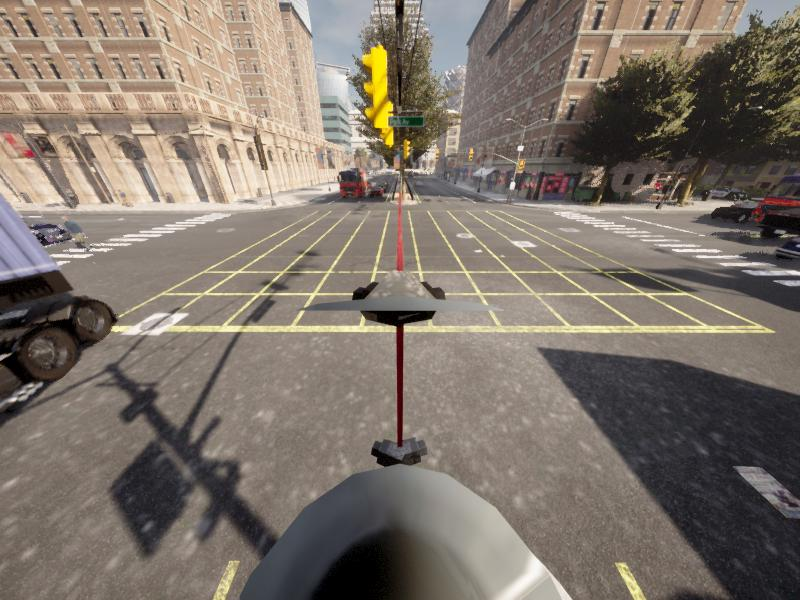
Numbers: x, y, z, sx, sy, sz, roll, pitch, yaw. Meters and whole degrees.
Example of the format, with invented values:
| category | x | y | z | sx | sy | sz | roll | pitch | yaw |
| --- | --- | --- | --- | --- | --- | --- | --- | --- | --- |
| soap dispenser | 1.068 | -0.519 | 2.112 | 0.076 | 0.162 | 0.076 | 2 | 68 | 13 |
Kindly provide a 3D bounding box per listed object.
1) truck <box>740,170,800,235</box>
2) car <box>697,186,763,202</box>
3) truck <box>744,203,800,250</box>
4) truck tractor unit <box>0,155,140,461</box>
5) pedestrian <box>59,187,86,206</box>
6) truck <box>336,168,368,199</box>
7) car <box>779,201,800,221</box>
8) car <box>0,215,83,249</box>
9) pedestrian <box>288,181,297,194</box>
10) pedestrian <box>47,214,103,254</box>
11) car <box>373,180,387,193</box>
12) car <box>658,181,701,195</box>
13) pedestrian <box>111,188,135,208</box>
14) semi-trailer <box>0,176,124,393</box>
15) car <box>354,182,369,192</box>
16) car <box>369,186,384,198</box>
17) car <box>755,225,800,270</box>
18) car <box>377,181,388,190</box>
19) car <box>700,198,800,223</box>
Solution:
| category | x | y | z | sx | sy | sz | roll | pitch | yaw |
| --- | --- | --- | --- | --- | --- | --- | --- | --- | --- |
| truck | 30.927 | -6.786 | 15.937 | 8.468 | 3.827 | 2.891 | 0 | 30 | 0 |
| car | 45.916 | -14.963 | 32.392 | 2.038 | 1.542 | 4.974 | 0 | 30 | 1 |
| truck | 25.272 | -4.280 | 13.319 | 6.274 | 2.098 | 2.390 | 0 | 30 | 0 |
| truck tractor unit | -8.121 | 0.479 | 2.950 | 3.053 | 4.208 | 6.516 | -12 | 32 | -20 |
| pedestrian | -36.299 | -11.445 | 25.616 | 0.751 | 1.860 | 0.751 | 5 | 30 | 9 |
| truck | -7.080 | -18.109 | 35.546 | 2.891 | 3.827 | 8.468 | 0 | 30 | 0 |
| car | 36.309 | -7.511 | 19.571 | 4.674 | 1.442 | 1.812 | 0 | 30 | 0 |
| car | -21.737 | -3.966 | 13.345 | 3.633 | 1.501 | 1.845 | 0 | 30 | 0 |
| pedestrian | -17.389 | -18.306 | 37.499 | 0.751 | 1.860 | 0.751 | 1 | 30 | 1 |
| pedestrian | -16.922 | -3.466 | 12.101 | 0.751 | 1.860 | 0.751 | -7 | 31 | -12 |
| car | -3.558 | -20.387 | 41.522 | 2.097 | 1.767 | 4.553 | 0 | 30 | 0 |
| car | 46.025 | -18.540 | 38.227 | 1.905 | 1.878 | 3.866 | 0 | 30 | 0 |
| pedestrian | -29.425 | -10.842 | 24.571 | 0.751 | 1.860 | 0.751 | 1 | 30 | 1 |
| semi-trailer | -14.091 | -1.987 | 7.004 | 14.254 | 4.402 | 2.717 | 16 | 33 | 25 |
| car | -7.055 | -20.928 | 42.777 | 1.970 | 1.475 | 3.806 | 0 | 30 | 0 |
| car | -3.577 | -16.711 | 35.654 | 1.895 | 1.301 | 4.718 | 0 | 30 | 0 |
| car | 20.386 | -2.319 | 10.394 | 4.856 | 1.649 | 2.033 | 0 | 30 | 0 |
| car | -3.540 | -23.214 | 46.736 | 1.970 | 1.475 | 3.806 | 0 | 30 | 0 |
| car | 29.571 | -7.588 | 19.507 | 5.238 | 1.638 | 1.930 | 0 | 30 | -1 |
